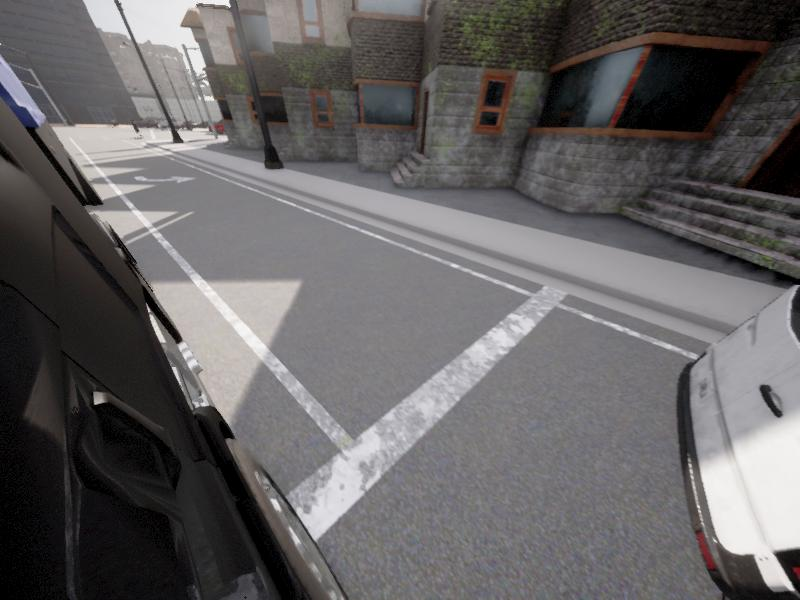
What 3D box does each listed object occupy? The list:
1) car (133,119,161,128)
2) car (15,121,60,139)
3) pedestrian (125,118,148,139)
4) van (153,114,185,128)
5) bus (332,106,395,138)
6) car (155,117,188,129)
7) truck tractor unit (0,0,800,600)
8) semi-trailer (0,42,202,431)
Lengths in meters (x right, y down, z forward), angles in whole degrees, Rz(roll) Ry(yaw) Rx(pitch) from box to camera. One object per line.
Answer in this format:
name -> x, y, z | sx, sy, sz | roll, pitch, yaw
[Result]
car -> -55.634, -38.732, 50.841 | 1.816, 1.474, 4.193 | -1, 37, -5
car -> -36.430, -17.129, 23.254 | 4.718, 1.301, 1.895 | 27, 43, 29
pedestrian -> -30.068, -19.589, 26.381 | 0.751, 1.860, 0.751 | 1, 37, -3
van -> -56.181, -43.640, 56.484 | 1.988, 2.561, 5.915 | -1, 37, -5
bus -> -6.064, -31.087, 40.567 | 10.273, 4.253, 3.944 | -3, 37, -4
car -> -52.367, -40.631, 53.103 | 2.150, 2.045, 5.566 | -1, 37, -5
truck tractor unit -> -2.645, -0.295, 0.351 | 6.516, 4.208, 3.053 | 28, 44, 30
semi-trailer -> -8.704, -3.591, 4.233 | 14.254, 4.402, 2.717 | 28, 44, 30
